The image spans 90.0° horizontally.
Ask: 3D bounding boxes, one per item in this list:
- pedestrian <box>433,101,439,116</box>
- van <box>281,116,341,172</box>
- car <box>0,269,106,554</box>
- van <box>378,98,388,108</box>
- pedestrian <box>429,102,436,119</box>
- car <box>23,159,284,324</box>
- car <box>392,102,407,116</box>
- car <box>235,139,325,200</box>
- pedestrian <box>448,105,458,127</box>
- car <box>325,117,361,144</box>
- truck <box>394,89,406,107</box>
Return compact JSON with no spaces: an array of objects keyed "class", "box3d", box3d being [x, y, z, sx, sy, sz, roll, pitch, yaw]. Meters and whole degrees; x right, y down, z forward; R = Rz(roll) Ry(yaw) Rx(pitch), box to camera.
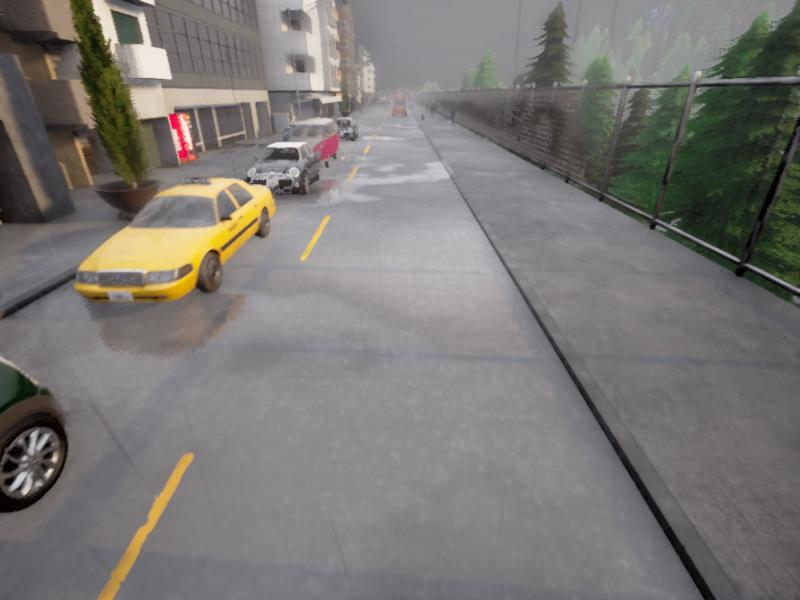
[{"class":"pedestrian","box3d":[5.151,-27.508,57.456,0.751,1.860,0.751,0,27,1]},{"class":"van","box3d":[-4.011,-7.468,18.901,1.775,1.987,4.442,0,27,0]},{"class":"car","box3d":[-4.003,1.589,1.585,2.097,1.767,4.553,0,27,0]},{"class":"van","box3d":[-4.053,-47.572,96.440,2.069,2.038,4.480,0,27,0]},{"class":"pedestrian","box3d":[4.064,-23.531,49.770,0.751,1.860,0.751,4,28,9]},{"class":"car","box3d":[-4.007,-1.583,7.956,1.801,1.575,5.366,0,27,0]},{"class":"car","box3d":[-0.034,-28.690,60.134,2.097,1.767,4.553,0,27,0]},{"class":"car","box3d":[-4.007,-4.709,14.117,1.970,1.475,3.806,0,27,0]},{"class":"pedestrian","box3d":[5.102,-17.778,38.631,0.751,1.860,0.751,-1,27,-2]},{"class":"car","box3d":[-4.012,-12.173,28.557,1.970,1.475,3.806,0,27,0]},{"class":"truck","box3d":[-0.053,-49.844,98.844,2.891,3.827,8.468,0,27,0]}]
